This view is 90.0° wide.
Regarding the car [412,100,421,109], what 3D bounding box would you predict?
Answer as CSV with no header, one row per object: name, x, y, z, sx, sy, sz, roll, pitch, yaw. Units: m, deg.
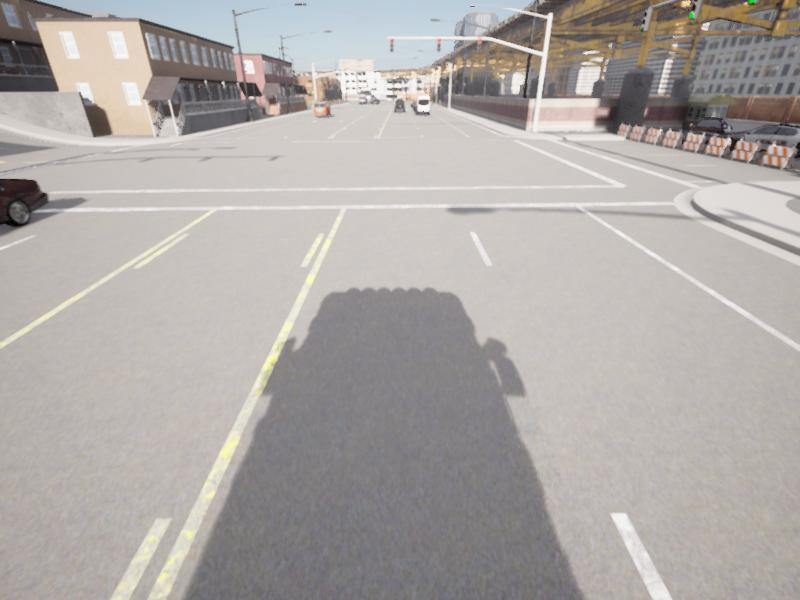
car,3.471,-41.738,85.345,1.882,1.535,5.008,0,27,0

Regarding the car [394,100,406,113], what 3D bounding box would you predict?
car,-0.023,-33.062,68.281,1.905,1.878,3.866,0,27,0

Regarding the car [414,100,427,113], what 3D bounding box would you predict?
car,3.477,-33.243,68.598,1.905,1.878,3.866,0,27,0

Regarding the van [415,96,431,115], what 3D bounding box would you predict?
van,3.480,-29.765,61.118,1.988,2.561,5.915,0,27,0

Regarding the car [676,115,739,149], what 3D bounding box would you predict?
car,19.422,-10.645,25.178,2.038,1.542,4.974,23,36,38

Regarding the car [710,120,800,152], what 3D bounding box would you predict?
car,19.465,-8.645,20.978,1.853,1.218,4.536,-19,33,-32

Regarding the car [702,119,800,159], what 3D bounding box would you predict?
car,19.434,-8.524,21.087,2.038,1.542,4.974,-19,33,-32

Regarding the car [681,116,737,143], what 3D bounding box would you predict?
car,19.457,-10.803,25.139,1.853,1.218,4.536,23,36,38

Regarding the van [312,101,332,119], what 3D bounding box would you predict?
van,-10.520,-25.760,54.167,1.775,1.987,4.442,0,27,0

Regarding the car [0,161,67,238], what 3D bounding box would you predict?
car,-10.534,-1.919,8.838,2.033,1.411,5.357,-1,27,-2
